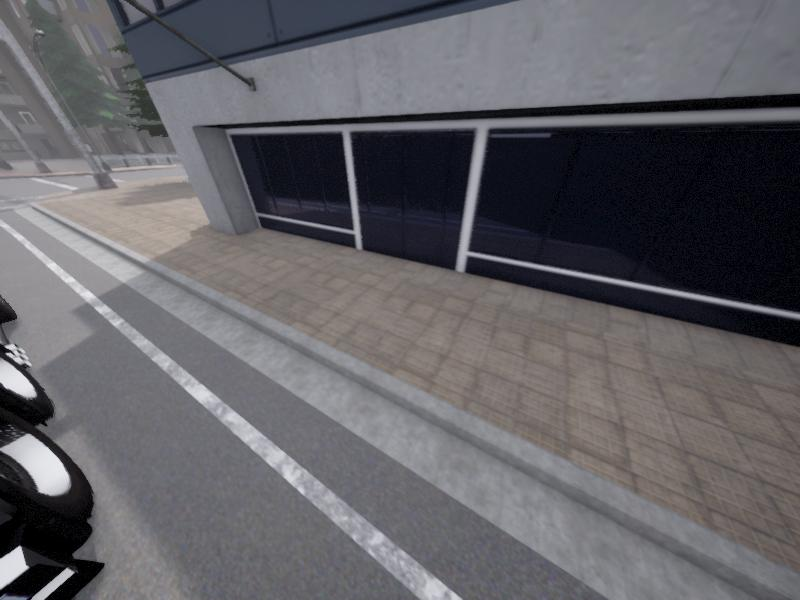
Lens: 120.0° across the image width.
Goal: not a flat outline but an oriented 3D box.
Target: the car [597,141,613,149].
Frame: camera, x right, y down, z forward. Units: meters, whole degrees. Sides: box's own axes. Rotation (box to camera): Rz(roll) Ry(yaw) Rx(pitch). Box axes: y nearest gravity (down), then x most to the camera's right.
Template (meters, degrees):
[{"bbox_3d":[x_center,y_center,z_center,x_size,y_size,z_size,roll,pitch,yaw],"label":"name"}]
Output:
[{"bbox_3d":[51.544,-39.058,58.042,2.007,1.523,4.514,17,38,23],"label":"car"}]

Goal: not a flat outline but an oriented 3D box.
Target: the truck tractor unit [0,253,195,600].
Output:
[{"bbox_3d":[-5.090,-0.322,0.803,6.516,4.208,3.053,19,39,25],"label":"truck tractor unit"}]
